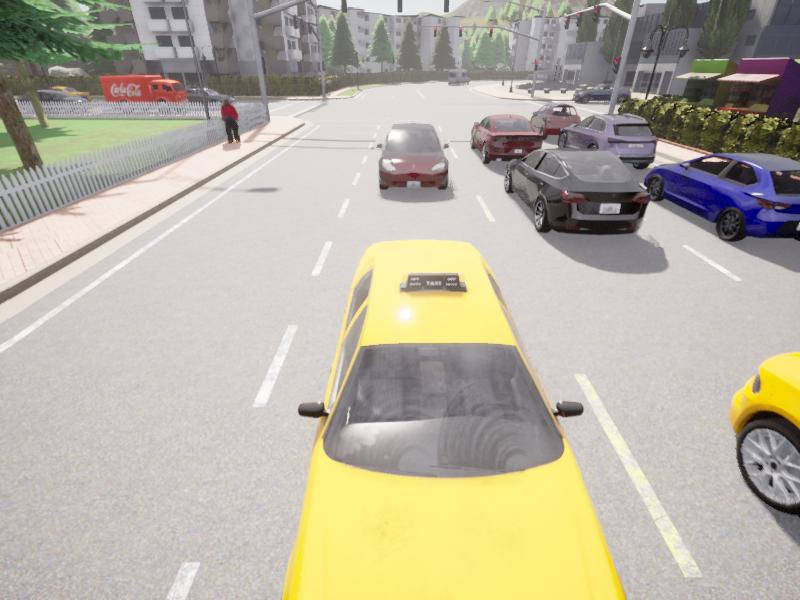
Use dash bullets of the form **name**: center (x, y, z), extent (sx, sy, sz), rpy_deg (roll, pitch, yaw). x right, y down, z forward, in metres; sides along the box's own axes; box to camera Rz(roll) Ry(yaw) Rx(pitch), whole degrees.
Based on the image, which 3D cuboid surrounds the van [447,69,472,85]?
- **van**: center (11.297, -42.090, 75.542), extent (1.988, 2.561, 5.915), rpy_deg (20, 36, 30)

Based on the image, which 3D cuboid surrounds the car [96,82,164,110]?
- **car**: center (-22.071, -16.747, 32.816), extent (3.866, 1.878, 1.905), rpy_deg (1, 30, 2)

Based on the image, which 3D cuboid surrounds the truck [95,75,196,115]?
- **truck**: center (-18.581, -15.170, 29.543), extent (5.204, 2.467, 2.627), rpy_deg (1, 30, 2)

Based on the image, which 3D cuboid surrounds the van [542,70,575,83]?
- **van**: center (34.628, -48.970, 87.475), extent (6.366, 2.431, 2.351), rpy_deg (-8, 31, -14)

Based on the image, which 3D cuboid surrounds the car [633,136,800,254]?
- **car**: center (7.352, -2.548, 8.921), extent (1.816, 1.474, 4.193), rpy_deg (0, 30, 1)

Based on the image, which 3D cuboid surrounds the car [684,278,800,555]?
- **car**: center (3.822, 1.743, 1.510), extent (1.882, 1.535, 5.008), rpy_deg (0, 30, 0)

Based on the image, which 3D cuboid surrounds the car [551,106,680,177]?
- **car**: center (7.418, -5.908, 14.524), extent (2.033, 1.649, 4.856), rpy_deg (0, 30, 0)

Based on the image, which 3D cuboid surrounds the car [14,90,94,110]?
- **car**: center (-28.543, -16.608, 33.167), extent (4.718, 1.301, 1.895), rpy_deg (1, 30, 2)

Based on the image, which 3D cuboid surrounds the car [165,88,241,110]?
- **car**: center (-16.000, -16.475, 32.729), extent (4.902, 1.511, 2.128), rpy_deg (1, 30, 2)

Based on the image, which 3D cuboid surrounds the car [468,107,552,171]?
- **car**: center (3.926, -6.287, 15.262), extent (1.882, 1.535, 5.008), rpy_deg (0, 30, 0)

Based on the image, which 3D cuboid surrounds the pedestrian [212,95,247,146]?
- **pedestrian**: center (-7.041, -7.453, 16.590), extent (0.751, 1.860, 0.751), rpy_deg (1, 30, 1)

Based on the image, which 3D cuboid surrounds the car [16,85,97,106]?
- **car**: center (-30.989, -18.541, 36.194), extent (5.366, 1.575, 1.801), rpy_deg (1, 30, 2)

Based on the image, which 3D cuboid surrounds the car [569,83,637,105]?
- **car**: center (19.048, -19.451, 37.726), extent (5.027, 1.651, 2.152), rpy_deg (2, 30, 3)

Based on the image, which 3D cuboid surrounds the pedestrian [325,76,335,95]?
- **pedestrian**: center (-8.049, -24.663, 46.057), extent (0.751, 1.860, 0.751), rpy_deg (2, 30, 4)

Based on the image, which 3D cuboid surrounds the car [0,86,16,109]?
- **car**: center (-35.752, -16.878, 33.305), extent (5.027, 1.651, 2.152), rpy_deg (1, 30, 2)

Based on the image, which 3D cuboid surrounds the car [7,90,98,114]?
- **car**: center (-25.933, -14.880, 30.012), extent (4.892, 1.490, 1.837), rpy_deg (1, 30, 2)

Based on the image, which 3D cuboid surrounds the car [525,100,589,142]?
- **car**: center (7.580, -8.901, 19.747), extent (1.845, 1.501, 3.633), rpy_deg (2, 30, 3)

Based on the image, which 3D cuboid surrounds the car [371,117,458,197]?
- **car**: center (0.389, -4.608, 12.442), extent (2.163, 1.488, 4.792), rpy_deg (0, 30, 1)

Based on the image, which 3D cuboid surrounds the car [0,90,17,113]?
- **car**: center (-32.490, -14.998, 30.212), extent (4.892, 1.490, 1.837), rpy_deg (1, 30, 2)

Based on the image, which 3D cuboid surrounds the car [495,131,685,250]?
- **car**: center (3.868, -2.816, 9.373), extent (2.163, 1.488, 4.792), rpy_deg (0, 30, 0)

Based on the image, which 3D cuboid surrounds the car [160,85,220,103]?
- **car**: center (-20.334, -20.054, 38.925), extent (4.674, 1.442, 1.812), rpy_deg (1, 30, 2)

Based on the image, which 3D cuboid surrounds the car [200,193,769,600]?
- **car**: center (0.279, 0.611, 3.414), extent (1.801, 1.575, 5.366), rpy_deg (0, 30, 0)
